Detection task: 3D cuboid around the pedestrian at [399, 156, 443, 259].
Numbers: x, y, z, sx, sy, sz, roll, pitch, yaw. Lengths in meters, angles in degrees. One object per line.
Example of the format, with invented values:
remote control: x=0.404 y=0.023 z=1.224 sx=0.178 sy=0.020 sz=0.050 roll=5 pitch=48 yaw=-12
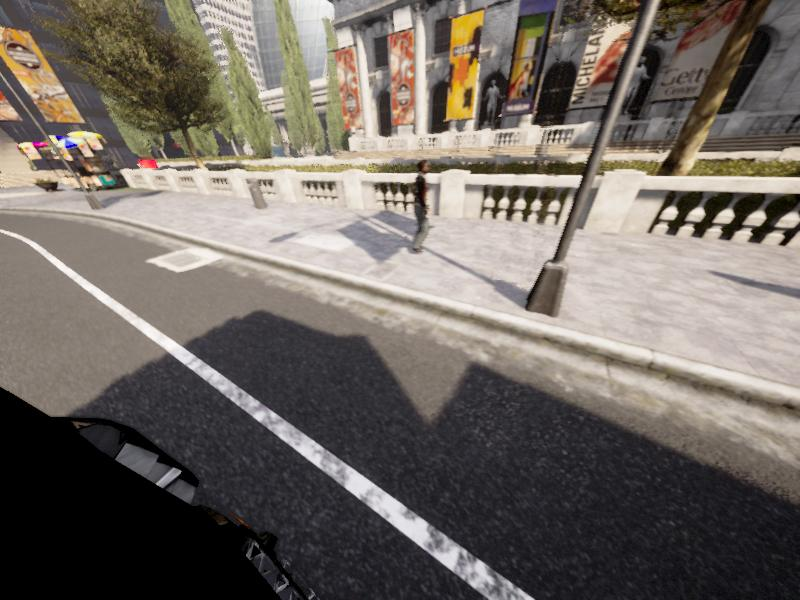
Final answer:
pedestrian: x=0.407 y=-1.886 z=4.813 sx=0.751 sy=1.860 sz=0.751 roll=-1 pitch=33 yaw=2
